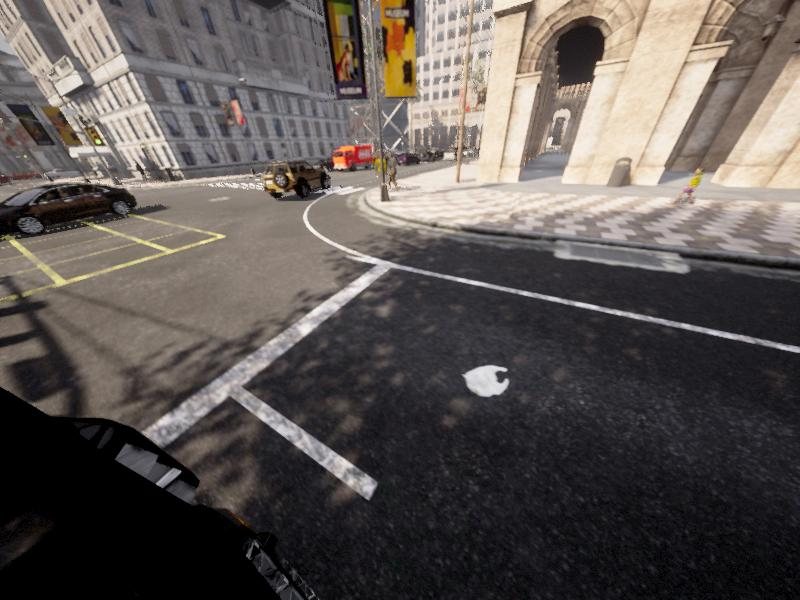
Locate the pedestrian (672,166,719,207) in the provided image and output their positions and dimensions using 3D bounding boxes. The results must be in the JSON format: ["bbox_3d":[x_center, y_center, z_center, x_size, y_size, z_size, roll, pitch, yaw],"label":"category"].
[{"bbox_3d":[9.420,-3.657,7.413,0.500,1.100,0.500,24,42,35],"label":"pedestrian"}]

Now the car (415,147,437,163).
[{"bbox_3d":[4.031,-22.403,35.650,1.905,1.878,3.866,16,38,26],"label":"car"}]

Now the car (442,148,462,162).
[{"bbox_3d":[8.081,-22.416,35.684,1.845,1.501,3.633,16,38,26],"label":"car"}]

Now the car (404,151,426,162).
[{"bbox_3d":[2.666,-24.716,39.712,1.994,1.385,4.181,16,38,26],"label":"car"}]

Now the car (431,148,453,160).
[{"bbox_3d":[7.369,-25.704,40.587,1.930,1.638,5.238,16,38,26],"label":"car"}]

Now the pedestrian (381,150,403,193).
[{"bbox_3d":[-0.409,-6.740,12.127,0.751,1.860,0.751,22,41,32],"label":"pedestrian"}]

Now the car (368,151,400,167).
[{"bbox_3d":[-2.154,-19.979,32.708,1.930,1.638,5.238,15,38,25],"label":"car"}]

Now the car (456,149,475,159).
[{"bbox_3d":[11.734,-26.002,41.010,1.895,1.301,4.718,16,38,26],"label":"car"}]

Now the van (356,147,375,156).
[{"bbox_3d":[-12.086,-51.707,80.383,5.915,2.561,1.988,1,34,6],"label":"van"}]

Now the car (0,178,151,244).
[{"bbox_3d":[-14.159,-3.915,9.592,1.837,1.490,4.892,4,34,10],"label":"car"}]

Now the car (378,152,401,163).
[{"bbox_3d":[-1.728,-24.212,39.291,1.994,1.385,4.181,15,38,25],"label":"car"}]

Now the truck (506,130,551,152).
[{"bbox_3d":[31.243,-38.870,56.573,8.468,3.827,2.891,0,34,5],"label":"truck"}]

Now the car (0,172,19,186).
[{"bbox_3d":[-57.310,-16.943,32.503,1.882,1.535,5.008,-23,39,-28],"label":"car"}]

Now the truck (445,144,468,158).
[{"bbox_3d":[11.407,-29.971,46.283,2.390,2.098,6.274,16,38,26],"label":"truck"}]

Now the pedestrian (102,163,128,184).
[{"bbox_3d":[-29.860,-13.260,24.222,0.751,1.860,0.751,11,36,20],"label":"pedestrian"}]

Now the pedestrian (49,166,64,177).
[{"bbox_3d":[-70.118,-26.234,47.143,0.751,1.860,0.751,15,37,25],"label":"pedestrian"}]

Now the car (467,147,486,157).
[{"bbox_3d":[15.300,-29.667,46.161,2.033,1.411,5.357,16,38,26],"label":"car"}]

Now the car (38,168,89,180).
[{"bbox_3d":[-59.399,-22.397,40.956,1.812,1.442,4.674,7,35,15],"label":"car"}]

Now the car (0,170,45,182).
[{"bbox_3d":[-67.810,-22.260,41.366,1.816,1.474,4.193,16,38,26],"label":"car"}]

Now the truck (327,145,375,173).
[{"bbox_3d":[-5.618,-16.784,27.426,2.627,2.467,5.204,15,37,25],"label":"truck"}]

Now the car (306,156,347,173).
[{"bbox_3d":[-8.983,-16.866,28.683,1.837,1.490,4.892,15,38,25],"label":"car"}]

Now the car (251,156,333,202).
[{"bbox_3d":[-5.951,-7.230,13.593,1.932,1.855,4.605,2,33,10],"label":"car"}]

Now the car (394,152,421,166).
[{"bbox_3d":[1.105,-19.264,31.529,1.816,1.474,4.193,15,38,25],"label":"car"}]

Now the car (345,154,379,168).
[{"bbox_3d":[-5.412,-20.501,33.969,2.033,1.411,5.357,15,38,25],"label":"car"}]

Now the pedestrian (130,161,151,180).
[{"bbox_3d":[-31.128,-15.539,27.751,0.751,1.860,0.751,15,38,25],"label":"pedestrian"}]

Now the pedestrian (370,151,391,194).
[{"bbox_3d":[-0.960,-6.517,11.835,0.751,1.860,0.751,6,35,13],"label":"pedestrian"}]

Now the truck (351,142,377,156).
[{"bbox_3d":[-12.893,-54.176,83.030,8.468,3.827,2.891,-1,34,3],"label":"truck"}]
